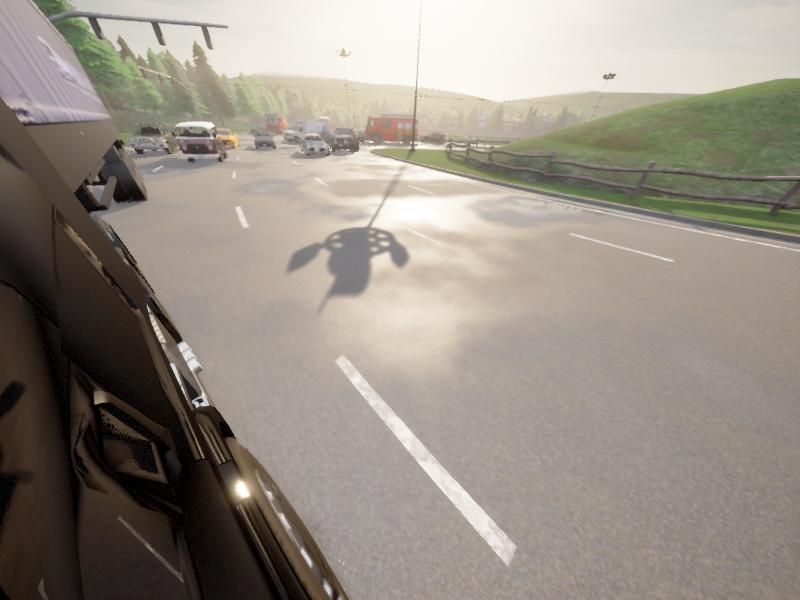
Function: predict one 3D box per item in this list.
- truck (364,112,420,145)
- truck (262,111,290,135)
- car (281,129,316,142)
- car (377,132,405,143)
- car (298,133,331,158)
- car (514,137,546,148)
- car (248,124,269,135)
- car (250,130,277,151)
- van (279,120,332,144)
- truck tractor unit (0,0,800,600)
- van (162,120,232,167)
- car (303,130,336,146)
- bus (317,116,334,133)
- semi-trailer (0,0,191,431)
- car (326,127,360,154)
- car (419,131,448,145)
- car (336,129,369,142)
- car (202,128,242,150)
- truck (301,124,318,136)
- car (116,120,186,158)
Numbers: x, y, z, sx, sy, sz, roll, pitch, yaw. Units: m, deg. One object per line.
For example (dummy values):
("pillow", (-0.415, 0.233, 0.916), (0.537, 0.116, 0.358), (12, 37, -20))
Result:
("truck", (-1.381, -27.831, 37.672), (8.468, 3.827, 2.891), (-5, 37, -10))
("truck", (-27.341, -39.299, 51.503), (2.891, 3.827, 8.468), (-4, 37, -8))
("car", (-15.070, -24.579, 34.557), (1.994, 1.385, 4.181), (28, 43, 30))
("car", (-1.625, -28.999, 41.185), (4.792, 1.488, 2.163), (-5, 37, -9))
("car", (-7.326, -13.165, 19.626), (1.970, 1.475, 3.806), (-13, 40, -20))
("car", (25.557, -31.038, 45.487), (4.974, 1.542, 2.038), (-4, 37, -9))
("car", (-30.471, -36.922, 49.975), (2.152, 1.651, 5.027), (-4, 37, -9))
("car", (-13.240, -15.686, 22.656), (1.816, 1.474, 4.193), (-13, 39, -19))
("van", (-12.825, -23.221, 31.984), (2.351, 2.431, 6.366), (25, 42, 27))
("truck tractor unit", (-2.645, -0.295, 0.352), (6.516, 4.208, 3.053), (28, 44, 30))
("van", (-12.291, -9.851, 14.407), (2.069, 2.038, 4.480), (-15, 41, -22))
("car", (-10.353, -20.968, 29.859), (1.845, 1.501, 3.633), (20, 40, 22))
("bus", (-25.974, -61.560, 81.066), (3.944, 4.253, 10.273), (-4, 37, -8))
("semi-trailer", (-8.154, -3.919, 4.709), (2.717, 4.402, 14.254), (-28, 46, -33))
("car", (-5.487, -16.011, 23.075), (2.150, 2.045, 5.566), (-1, 37, -2))
("car", (6.047, -29.749, 42.319), (4.605, 1.855, 1.932), (-4, 37, -9))
("car", (-8.127, -28.039, 39.394), (5.027, 1.651, 2.152), (-12, 39, -19))
("car", (-16.739, -15.392, 22.001), (1.882, 1.535, 5.008), (-13, 39, -19))
("truck", (-20.334, -38.578, 52.397), (2.390, 2.098, 6.274), (-4, 37, -9))
("car", (-17.885, -11.890, 16.934), (1.932, 1.855, 4.605), (-14, 42, -21))
